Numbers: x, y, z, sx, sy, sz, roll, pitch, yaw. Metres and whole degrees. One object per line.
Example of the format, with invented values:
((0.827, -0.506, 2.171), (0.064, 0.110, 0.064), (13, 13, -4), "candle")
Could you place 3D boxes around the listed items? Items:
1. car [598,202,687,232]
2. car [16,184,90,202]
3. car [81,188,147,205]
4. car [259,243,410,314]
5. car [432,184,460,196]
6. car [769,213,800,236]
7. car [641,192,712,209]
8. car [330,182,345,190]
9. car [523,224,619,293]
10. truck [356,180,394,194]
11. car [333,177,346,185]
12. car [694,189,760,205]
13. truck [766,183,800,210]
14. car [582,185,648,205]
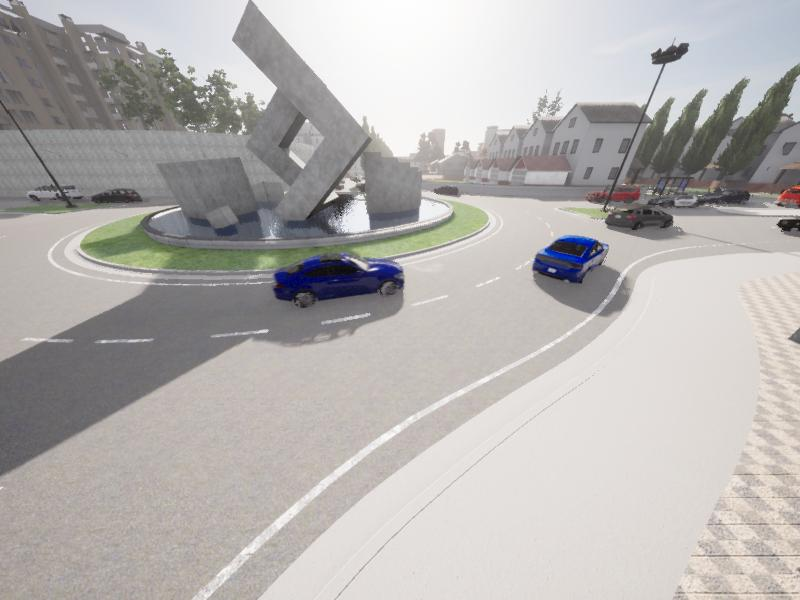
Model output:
((18.662, -6.516, 17.930), (4.611, 1.667, 2.242), (-7, 31, -11), "car")
((-47.367, -14.672, 31.681), (5.566, 2.045, 2.150), (-1, 30, -3), "car")
((-36.951, -13.506, 30.036), (4.611, 1.667, 2.242), (-6, 31, -11), "car")
((-2.166, -0.948, 8.508), (4.674, 1.442, 1.812), (-8, 31, -14), "car")
((7.771, -18.596, 39.045), (4.193, 1.474, 1.816), (26, 39, 37), "car")
((29.879, -5.277, 16.155), (4.718, 1.301, 1.895), (-2, 30, -3), "car")
((31.663, -11.444, 26.598), (4.974, 1.542, 2.038), (2, 30, 4), "car")
((-13.034, -23.843, 48.239), (1.994, 1.385, 4.181), (0, 30, 1), "car")
((7.836, -2.122, 10.448), (5.008, 1.535, 1.882), (-24, 38, -35), "car")
((-4.356, -20.265, 41.308), (6.274, 2.098, 2.390), (9, 31, 15), "truck")
((-16.532, -32.715, 63.442), (2.038, 1.542, 4.974), (0, 30, 0), "car")
((41.556, -13.145, 29.455), (4.856, 1.649, 2.033), (0, 30, -1), "car")
((46.886, -11.758, 26.236), (5.204, 2.467, 2.627), (1, 30, -1), "truck")
((27.466, -13.559, 29.753), (5.566, 2.045, 2.150), (4, 31, 7), "car")
